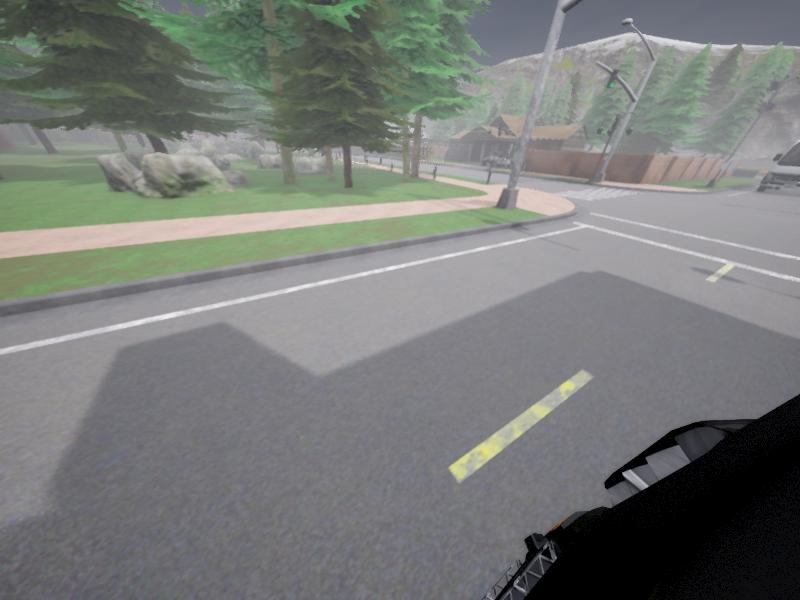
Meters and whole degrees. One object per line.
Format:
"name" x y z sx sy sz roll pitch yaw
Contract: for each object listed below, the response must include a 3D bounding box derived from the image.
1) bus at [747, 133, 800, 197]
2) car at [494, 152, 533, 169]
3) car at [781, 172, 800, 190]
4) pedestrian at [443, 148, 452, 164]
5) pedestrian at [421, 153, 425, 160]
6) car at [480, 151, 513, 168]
"bus" 36.731 -11.840 20.442 10.273 4.253 3.944 -16 38 -26
"car" 15.240 -18.714 30.992 4.605 1.855 1.932 -17 39 -27
"car" 44.429 -13.013 25.220 4.902 1.511 2.128 -16 38 -26
"pedestrian" 6.966 -21.317 34.221 0.751 1.860 0.751 -18 39 -28
"pedestrian" 3.980 -24.713 39.756 0.500 1.100 0.500 -26 43 -36
"car" 13.602 -19.850 32.572 3.866 1.878 1.905 -17 39 -27
